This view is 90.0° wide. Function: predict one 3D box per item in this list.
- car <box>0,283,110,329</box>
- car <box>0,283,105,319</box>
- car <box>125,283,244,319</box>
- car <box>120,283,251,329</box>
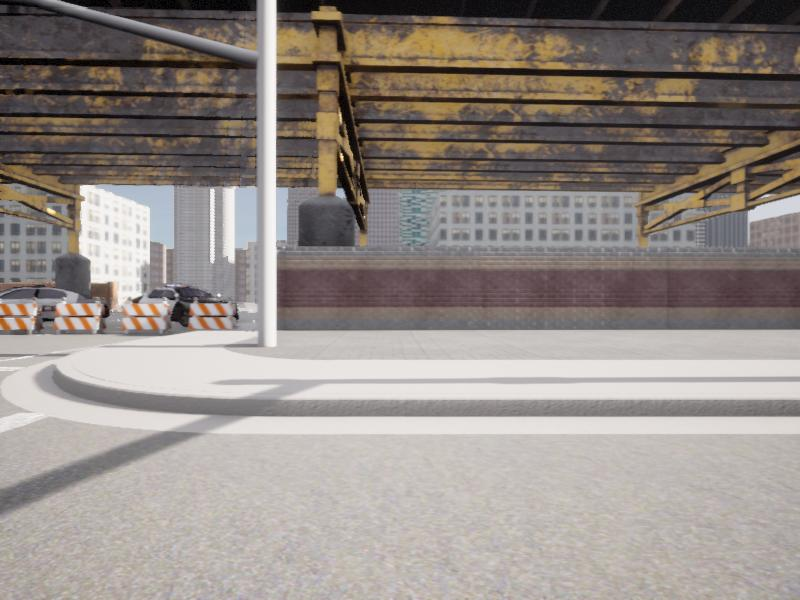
[{"bbox_3d":[-13.689,0.199,14.644,4.974,1.542,2.038,0,0,-36],"label":"car"},{"bbox_3d":[-13.648,0.041,14.675,4.536,1.218,1.853,0,0,-36],"label":"car"},{"bbox_3d":[-8.368,0.040,15.459,4.536,1.218,1.853,0,0,29],"label":"car"},{"bbox_3d":[-8.323,0.198,15.434,4.974,1.542,2.038,0,0,29],"label":"car"}]
